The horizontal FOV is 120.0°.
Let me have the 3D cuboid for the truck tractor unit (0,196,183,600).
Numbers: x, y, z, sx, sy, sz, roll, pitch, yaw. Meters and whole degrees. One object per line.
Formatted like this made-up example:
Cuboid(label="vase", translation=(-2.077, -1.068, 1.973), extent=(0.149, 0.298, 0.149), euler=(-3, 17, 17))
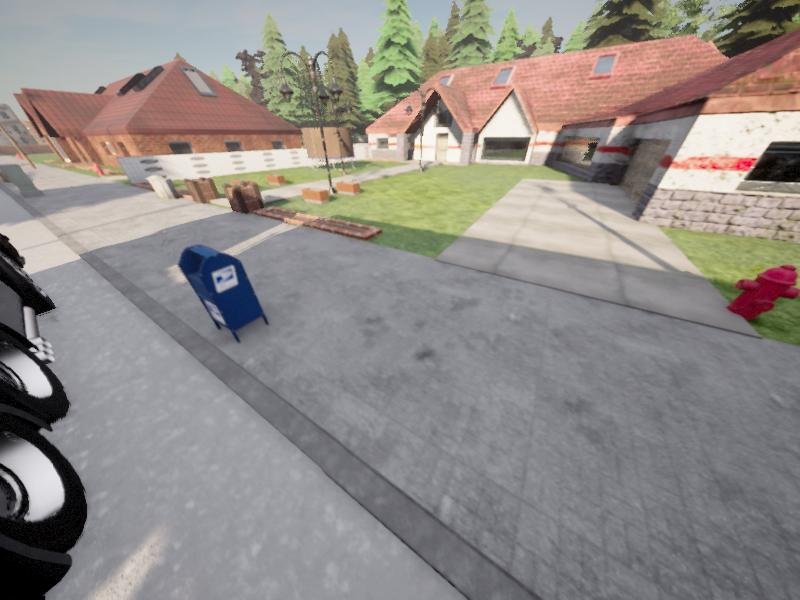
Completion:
Cuboid(label="truck tractor unit", translation=(-4.997, -0.400, 0.925), extent=(6.516, 4.208, 3.053), euler=(23, 42, 29))
